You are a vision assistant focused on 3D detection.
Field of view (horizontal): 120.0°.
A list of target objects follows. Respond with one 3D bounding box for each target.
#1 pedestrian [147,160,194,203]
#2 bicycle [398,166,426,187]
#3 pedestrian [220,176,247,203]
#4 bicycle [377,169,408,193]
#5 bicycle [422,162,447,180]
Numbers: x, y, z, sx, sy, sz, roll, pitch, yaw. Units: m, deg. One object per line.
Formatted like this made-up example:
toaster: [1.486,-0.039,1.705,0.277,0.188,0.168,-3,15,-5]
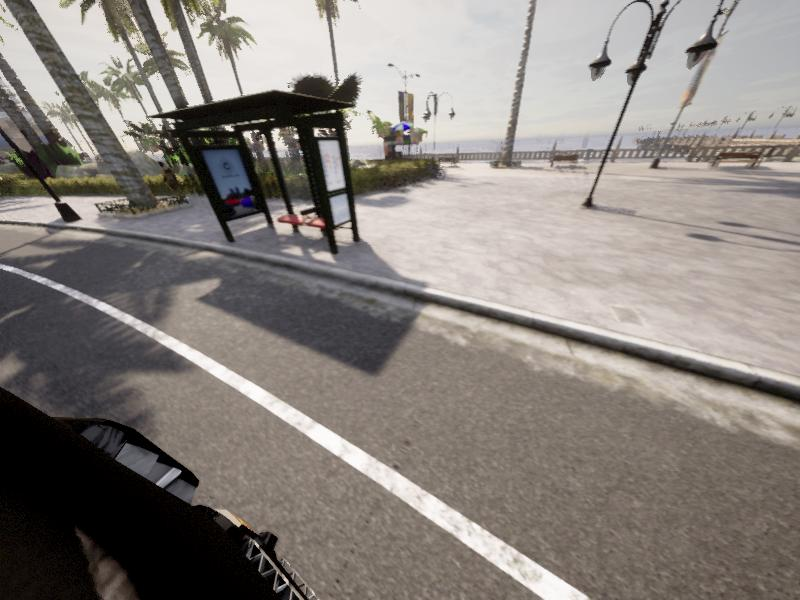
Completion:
pedestrian: [-11.672,-6.048,11.794,0.751,1.860,0.751,11,36,19]
bicycle: [0.672,-7.244,13.541,1.643,1.024,0.373,18,39,28]
pedestrian: [-8.017,-5.321,11.137,0.500,1.100,0.500,12,36,20]
bicycle: [-0.409,-6.266,12.154,1.643,1.024,0.373,18,39,28]
bicycle: [2.294,-8.710,15.621,1.643,1.024,0.373,18,39,28]
